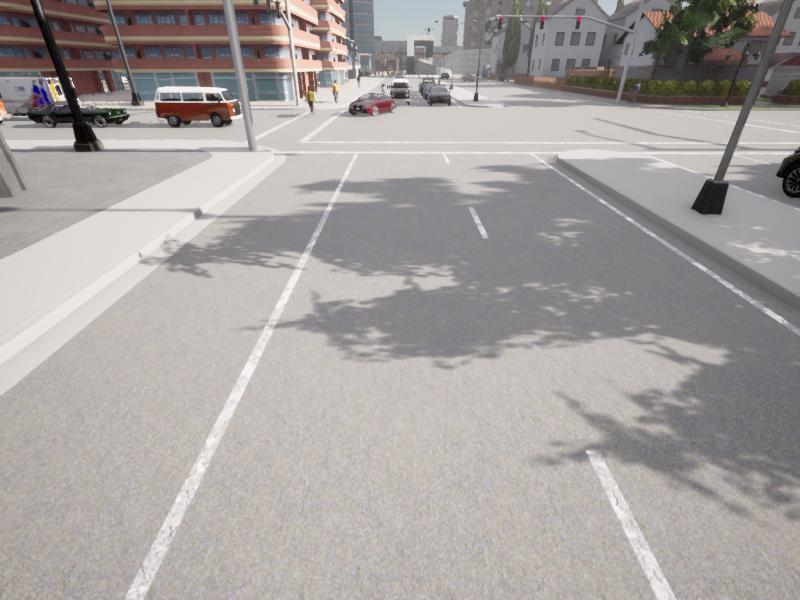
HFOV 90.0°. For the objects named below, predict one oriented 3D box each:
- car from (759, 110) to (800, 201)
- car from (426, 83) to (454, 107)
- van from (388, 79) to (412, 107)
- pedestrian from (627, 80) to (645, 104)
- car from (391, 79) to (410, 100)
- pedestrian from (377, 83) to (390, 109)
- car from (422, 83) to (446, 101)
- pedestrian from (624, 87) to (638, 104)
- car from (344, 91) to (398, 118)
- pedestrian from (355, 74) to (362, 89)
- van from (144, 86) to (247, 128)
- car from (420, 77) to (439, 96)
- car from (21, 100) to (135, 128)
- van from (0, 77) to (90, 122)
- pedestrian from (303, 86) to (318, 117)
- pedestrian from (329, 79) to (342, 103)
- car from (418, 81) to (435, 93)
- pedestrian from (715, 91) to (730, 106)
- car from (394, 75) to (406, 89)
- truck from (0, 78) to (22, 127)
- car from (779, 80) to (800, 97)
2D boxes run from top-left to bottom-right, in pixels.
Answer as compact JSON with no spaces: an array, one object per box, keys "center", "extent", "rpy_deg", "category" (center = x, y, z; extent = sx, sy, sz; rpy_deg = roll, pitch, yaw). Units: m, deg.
[{"center":[11.507,-2.760,8.717],"extent":[2.150,2.045,5.566],"rpy_deg":[0,30,0],"category":"car"},{"center":[3.547,-18.736,36.480],"extent":[1.930,1.638,5.238],"rpy_deg":[0,30,0],"category":"car"},{"center":[0.014,-18.963,36.473],"extent":[2.069,2.038,4.480],"rpy_deg":[0,30,0],"category":"van"},{"center":[20.665,-18.204,35.014],"extent":[0.751,1.860,0.751],"rpy_deg":[5,31,9],"category":"pedestrian"},{"center":[0.018,-22.571,42.813],"extent":[1.932,1.855,4.605],"rpy_deg":[0,30,0],"category":"car"},{"center":[-1.356,-16.895,33.062],"extent":[0.751,1.860,0.751],"rpy_deg":[12,32,19],"category":"pedestrian"},{"center":[3.515,-22.239,42.638],"extent":[2.163,1.488,4.792],"rpy_deg":[0,30,0],"category":"car"},{"center":[20.568,-18.259,35.665],"extent":[0.751,1.300,0.751],"rpy_deg":[14,33,22],"category":"pedestrian"},{"center":[-1.988,-14.281,29.120],"extent":[1.994,1.385,4.181],"rpy_deg":[15,33,24],"category":"car"},{"center":[-6.076,-32.165,58.912],"extent":[0.751,1.860,0.751],"rpy_deg":[3,30,5],"category":"pedestrian"},{"center":[-11.606,-11.148,23.088],"extent":[4.480,2.038,2.069],"rpy_deg":[-1,30,-1],"category":"van"},{"center":[3.516,-25.630,48.041],"extent":[1.905,1.878,3.866],"rpy_deg":[0,30,0],"category":"car"},{"center":[-18.531,-10.793,23.219],"extent":[4.718,1.301,1.895],"rpy_deg":[0,30,-1],"category":"car"},{"center":[-24.532,-12.999,25.875],"extent":[6.366,2.431,2.351],"rpy_deg":[0,30,-1],"category":"van"},{"center":[-6.183,-13.769,27.708],"extent":[0.751,1.860,0.751],"rpy_deg":[-9,32,-16],"category":"pedestrian"},{"center":[-5.756,-18.690,35.833],"extent":[0.751,1.860,0.751],"rpy_deg":[26,39,37],"category":"pedestrian"},{"center":[3.518,-28.681,53.856],"extent":[1.895,1.301,4.718],"rpy_deg":[0,30,0],"category":"car"},{"center":[27.089,-16.961,33.641],"extent":[0.500,1.100,0.500],"rpy_deg":[0,30,0],"category":"pedestrian"},{"center":[0.020,-35.407,64.798],"extent":[1.932,1.855,4.605],"rpy_deg":[0,30,0],"category":"car"},{"center":[-25.835,-11.242,22.823],"extent":[5.204,2.467,2.627],"rpy_deg":[0,30,-1],"category":"truck"},{"center":[41.439,-21.486,40.674],"extent":[1.970,1.475,3.806],"rpy_deg":[0,30,0],"category":"car"}]
